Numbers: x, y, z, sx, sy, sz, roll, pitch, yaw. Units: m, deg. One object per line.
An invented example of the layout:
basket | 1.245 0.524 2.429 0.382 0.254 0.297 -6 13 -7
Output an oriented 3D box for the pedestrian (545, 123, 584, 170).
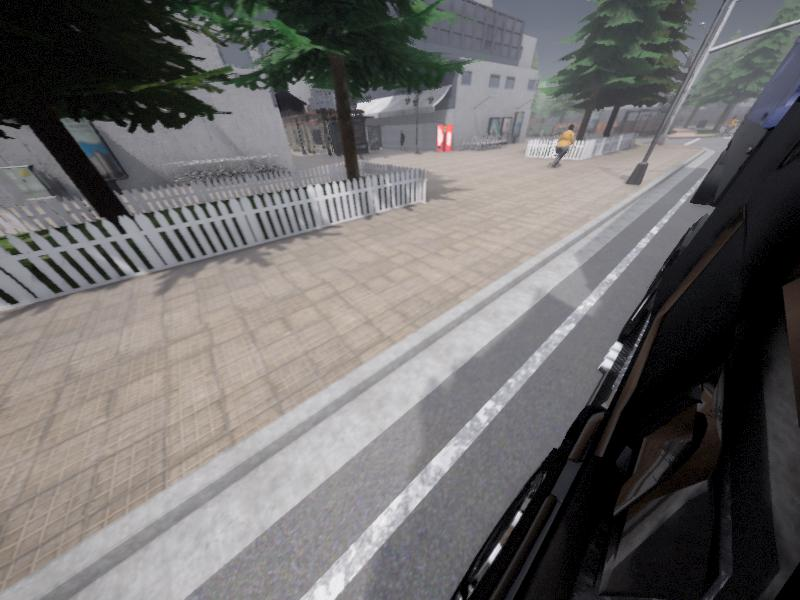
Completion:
pedestrian | 8.073 -7.578 11.421 0.751 1.860 0.751 -17 39 -19

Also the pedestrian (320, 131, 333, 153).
pedestrian | -7.775 -16.773 24.580 0.751 1.860 0.751 -1 37 2

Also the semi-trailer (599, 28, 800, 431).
semi-trailer | 8.627 -3.649 4.302 14.254 4.402 2.717 -29 44 -31

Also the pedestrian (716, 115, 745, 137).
pedestrian | 35.034 -18.419 24.509 0.751 1.860 0.751 8 38 14

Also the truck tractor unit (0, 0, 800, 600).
truck tractor unit | 2.645 -0.295 0.351 6.516 4.208 3.053 -28 44 -30

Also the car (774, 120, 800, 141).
car | 36.407 -14.966 20.270 4.181 1.385 1.994 -10 38 -10

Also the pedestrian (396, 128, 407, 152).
pedestrian | 0.177 -15.685 22.673 0.751 1.860 0.751 -27 43 -29
